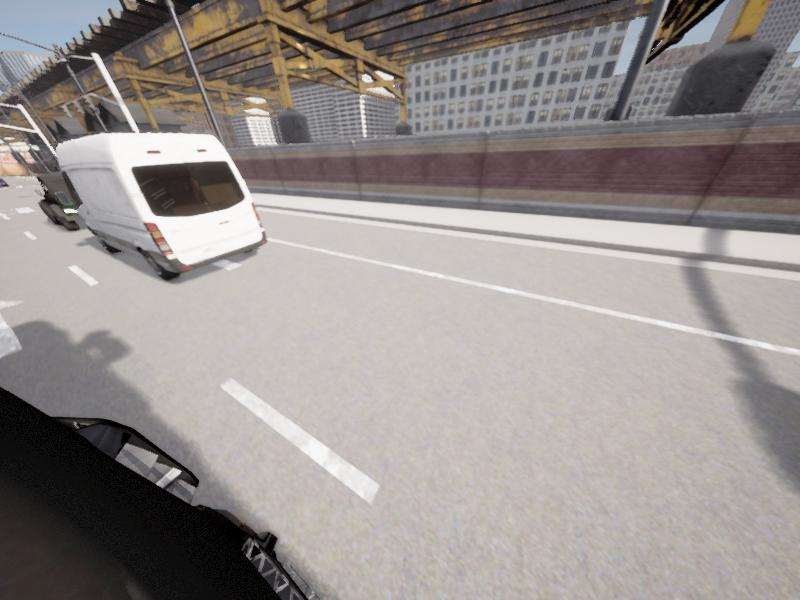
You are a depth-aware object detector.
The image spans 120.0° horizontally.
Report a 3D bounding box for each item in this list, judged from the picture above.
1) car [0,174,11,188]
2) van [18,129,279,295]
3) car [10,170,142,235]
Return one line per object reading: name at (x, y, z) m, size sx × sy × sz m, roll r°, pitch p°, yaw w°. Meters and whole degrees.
car at (-51.326, -14.906, 28.744) m, size 5.027 × 1.651 × 2.152 m, roll 16°, pitch 38°, yaw 26°
van at (-6.163, -2.391, 5.724) m, size 5.915 × 2.561 × 1.988 m, roll 16°, pitch 38°, yaw 26°
car at (-13.072, -4.097, 9.388) m, size 3.866 × 1.878 × 1.905 m, roll 16°, pitch 38°, yaw 26°
